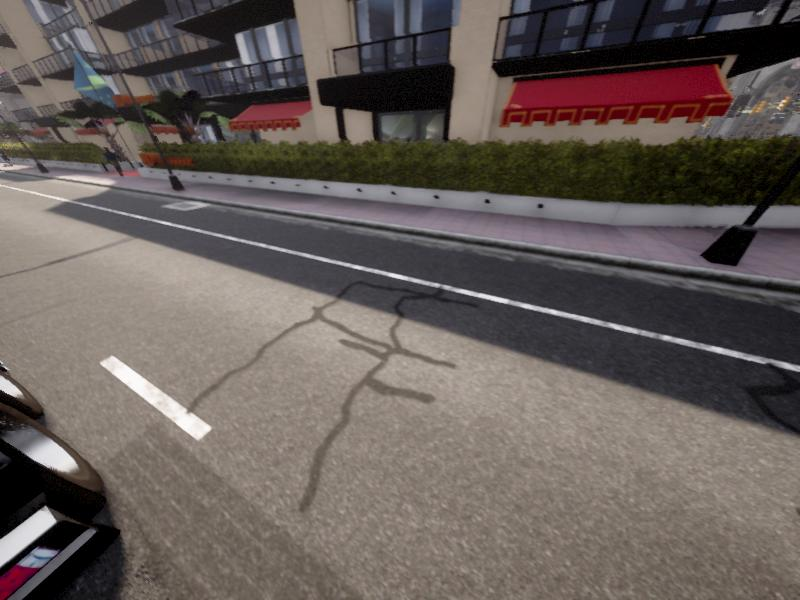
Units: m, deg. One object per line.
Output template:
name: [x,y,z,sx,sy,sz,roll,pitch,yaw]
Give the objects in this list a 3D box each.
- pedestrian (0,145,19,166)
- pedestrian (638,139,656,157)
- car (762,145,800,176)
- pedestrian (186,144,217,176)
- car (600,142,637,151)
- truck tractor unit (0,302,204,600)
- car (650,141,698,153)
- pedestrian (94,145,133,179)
pedestrian: [-41.742,-15.230,24.353,0.751,1.860,0.751,16,38,22]
pedestrian: [29.828,-18.396,27.948,0.751,1.860,0.751,22,41,28]
car: [27.739,-9.097,15.130,1.930,1.638,5.238,15,38,21]
pedestrian: [-14.119,-9.967,16.462,0.751,1.860,0.751,2,35,4]
car: [39.987,-28.166,42.447,4.718,1.301,1.895,23,41,30]
truck tractor unit: [-5.184,-0.219,0.677,6.516,4.208,3.053,15,39,21]
car: [44.875,-25.163,37.968,1.812,1.442,4.674,-17,38,-22]
pedestrian: [-19.236,-9.272,15.543,0.751,1.860,0.751,21,41,28]
